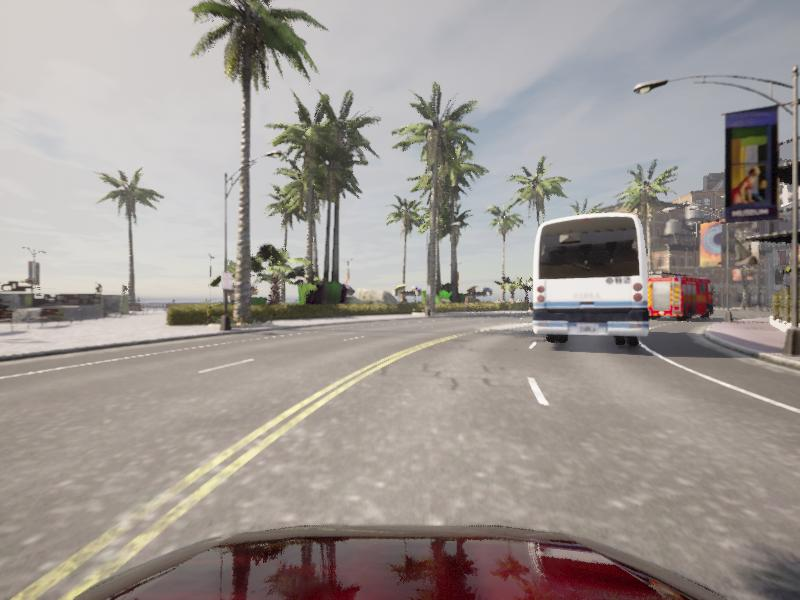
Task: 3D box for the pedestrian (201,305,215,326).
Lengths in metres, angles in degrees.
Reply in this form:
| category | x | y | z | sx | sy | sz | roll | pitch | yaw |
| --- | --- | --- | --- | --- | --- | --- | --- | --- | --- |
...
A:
| category | x | y | z | sx | sy | sz | roll | pitch | yaw |
| --- | --- | --- | --- | --- | --- | --- | --- | --- | --- |
| pedestrian | -10.657 | 0.854 | 22.255 | 0.500 | 1.100 | 0.500 | 0 | 0 | 27 |

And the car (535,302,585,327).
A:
| category | x | y | z | sx | sy | sz | roll | pitch | yaw |
| --- | --- | --- | --- | --- | --- | --- | --- | --- | --- |
| car | 10.358 | 0.848 | 25.717 | 1.970 | 1.475 | 3.806 | 0 | 0 | 39 |

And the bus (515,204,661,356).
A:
| category | x | y | z | sx | sy | sz | roll | pitch | yaw |
| --- | --- | --- | --- | --- | --- | --- | --- | --- | --- |
| bus | 7.840 | -0.534 | 16.648 | 3.944 | 4.253 | 10.273 | -1 | 0 | 27 |

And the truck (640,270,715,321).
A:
| category | x | y | z | sx | sy | sz | roll | pitch | yaw |
| --- | --- | --- | --- | --- | --- | --- | --- | --- | --- |
| truck | 23.443 | -0.324 | 33.598 | 8.468 | 3.827 | 2.891 | 0 | 0 | -39 |

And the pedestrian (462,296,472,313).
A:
| category | x | y | z | sx | sy | sz | roll | pitch | yaw |
| --- | --- | --- | --- | --- | --- | --- | --- | --- | --- |
| pedestrian | 7.460 | 0.473 | 44.489 | 0.751 | 1.860 | 0.751 | 0 | 0 | -44 |
